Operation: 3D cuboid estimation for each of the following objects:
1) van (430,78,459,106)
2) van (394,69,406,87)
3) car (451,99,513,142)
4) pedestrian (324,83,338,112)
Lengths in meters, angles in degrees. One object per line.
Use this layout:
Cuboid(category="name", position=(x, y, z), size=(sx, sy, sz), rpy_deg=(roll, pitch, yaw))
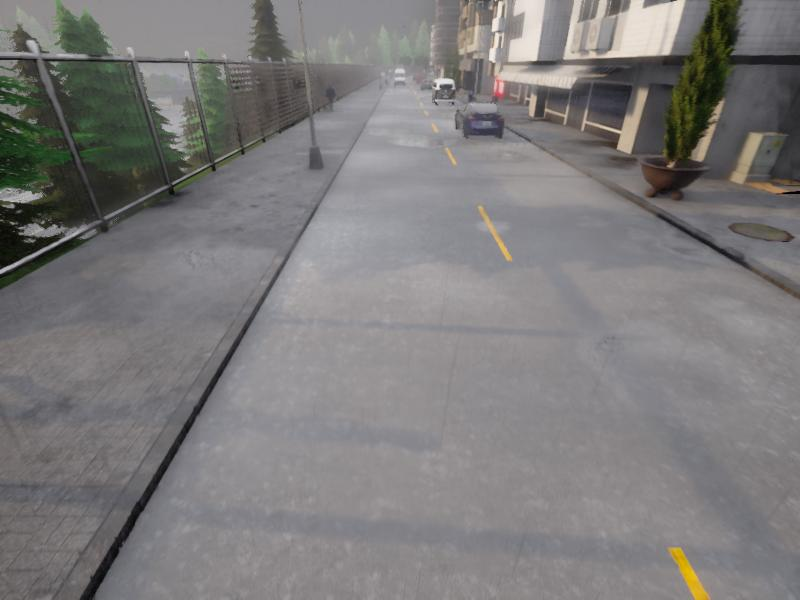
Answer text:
Cuboid(category="van", position=(3.998, -19.135, 36.752), size=(2.069, 2.038, 4.480), rpy_deg=(0, 30, 0))
Cuboid(category="van", position=(-0.010, -39.054, 70.319), size=(1.988, 2.561, 5.915), rpy_deg=(0, 30, 0))
Cuboid(category="car", position=(3.999, -9.252, 20.387), size=(2.163, 1.488, 4.792), rpy_deg=(0, 30, 0))
Cuboid(category="pedestrian", position=(-5.069, -14.886, 29.399), size=(0.751, 1.860, 0.751), rpy_deg=(1, 30, 2))
